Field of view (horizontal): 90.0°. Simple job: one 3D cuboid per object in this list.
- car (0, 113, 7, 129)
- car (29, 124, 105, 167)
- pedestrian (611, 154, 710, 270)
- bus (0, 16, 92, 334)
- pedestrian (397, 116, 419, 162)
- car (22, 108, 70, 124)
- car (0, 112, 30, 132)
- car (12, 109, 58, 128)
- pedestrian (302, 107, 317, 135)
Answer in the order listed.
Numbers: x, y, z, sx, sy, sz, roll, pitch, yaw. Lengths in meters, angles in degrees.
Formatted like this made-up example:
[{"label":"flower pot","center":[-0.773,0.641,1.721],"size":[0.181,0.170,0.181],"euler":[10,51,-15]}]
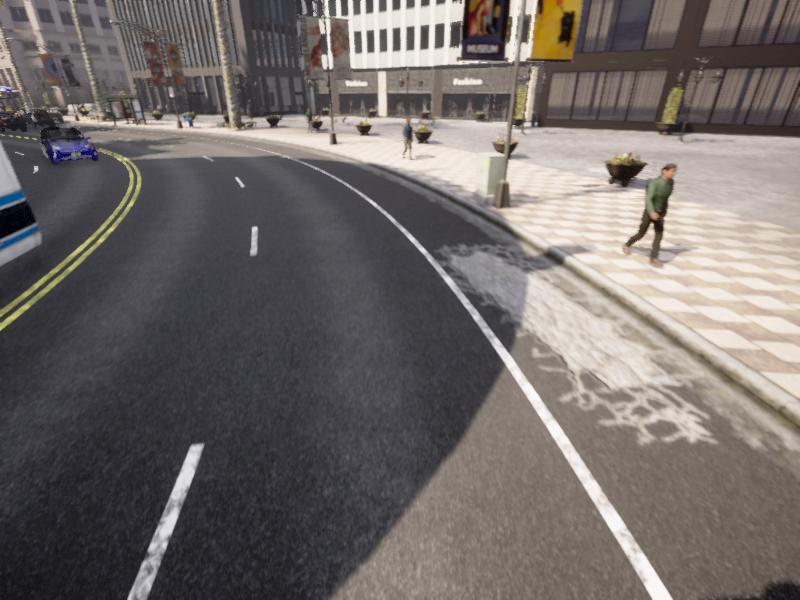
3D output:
[{"label":"car","center":[-40.255,-17.277,38.566],"size":[4.181,1.385,1.994],"euler":[16,32,28]},{"label":"car","center":[-16.807,-7.855,20.116],"size":[2.007,1.525,4.514],"euler":[-24,36,-38]},{"label":"pedestrian","center":[4.563,-1.564,7.135],"size":[0.751,1.860,0.751],"euler":[-4,28,-7]},{"label":"bus","center":[-7.167,-0.155,2.279],"size":[3.944,4.253,10.273],"euler":[-5,28,-10]},{"label":"pedestrian","center":[0.375,-7.424,18.445],"size":[0.751,1.860,0.751],"euler":[-12,30,-21]},{"label":"car","center":[-40.187,-20.913,45.388],"size":[4.892,1.521,2.231],"euler":[16,32,28]},{"label":"car","center":[-35.169,-15.894,35.655],"size":[3.705,1.549,1.789],"euler":[15,31,29]},{"label":"car","center":[-36.614,-18.239,40.138],"size":[3.988,1.617,1.851],"euler":[16,32,28]},{"label":"pedestrian","center":[-6.887,-13.650,30.476],"size":[0.751,1.860,0.751],"euler":[-15,31,-27]}]
